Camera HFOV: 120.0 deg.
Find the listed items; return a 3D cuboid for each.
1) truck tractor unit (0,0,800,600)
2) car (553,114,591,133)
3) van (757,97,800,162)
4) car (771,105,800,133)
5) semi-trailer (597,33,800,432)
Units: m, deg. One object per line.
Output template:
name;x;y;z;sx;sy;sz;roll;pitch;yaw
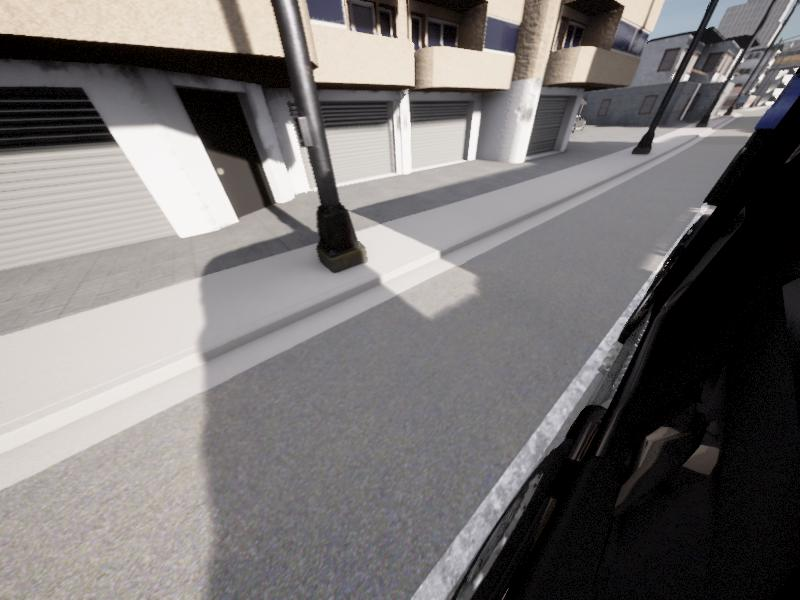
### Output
truck tractor unit;2.645;-0.295;0.351;6.516;4.208;3.053;-28;44;-30
car;19.655;-20.160;26.428;3.806;1.475;1.970;-29;44;-27
van;20.782;-8.665;11.407;6.366;2.431;2.351;-28;44;-28
car;31.758;-14.278;18.166;4.902;1.511;2.128;-29;44;-27
semi-trailer;8.752;-3.587;4.145;14.254;4.402;2.717;-28;43;-29
